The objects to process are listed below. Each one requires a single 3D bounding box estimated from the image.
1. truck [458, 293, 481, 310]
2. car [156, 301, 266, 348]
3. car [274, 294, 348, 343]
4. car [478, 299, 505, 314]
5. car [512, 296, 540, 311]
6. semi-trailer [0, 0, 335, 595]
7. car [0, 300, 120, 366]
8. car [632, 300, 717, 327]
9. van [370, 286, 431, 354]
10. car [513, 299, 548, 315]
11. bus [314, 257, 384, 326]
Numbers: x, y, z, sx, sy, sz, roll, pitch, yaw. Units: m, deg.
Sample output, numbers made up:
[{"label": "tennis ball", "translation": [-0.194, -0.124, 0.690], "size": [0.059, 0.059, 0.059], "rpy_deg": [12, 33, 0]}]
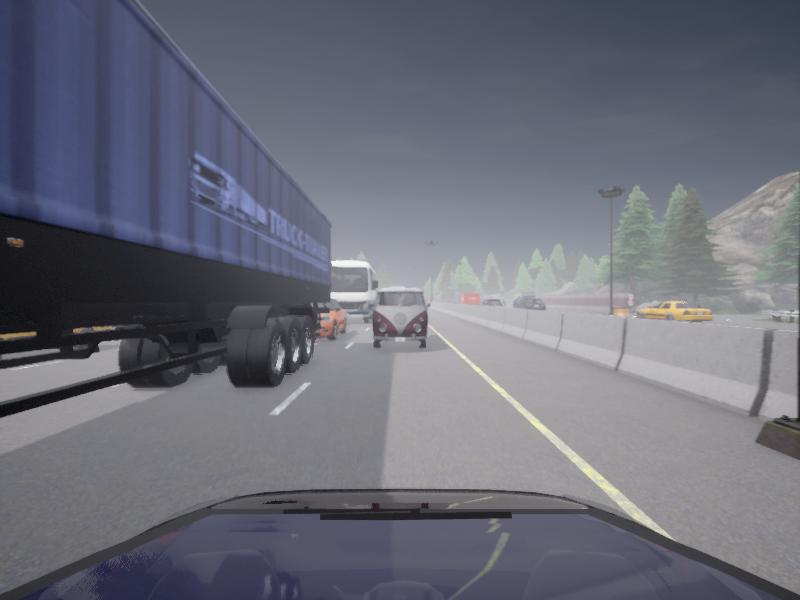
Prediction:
[{"label": "truck", "translation": [10.431, 0.254, 60.357], "size": [2.627, 2.467, 5.204], "rpy_deg": [0, 0, 0]}, {"label": "car", "translation": [-6.992, 0.797, 15.506], "size": [1.882, 1.535, 5.008], "rpy_deg": [0, 0, 0]}, {"label": "car", "translation": [-3.492, 0.667, 16.701], "size": [2.097, 1.767, 4.553], "rpy_deg": [0, 0, 0]}, {"label": "car", "translation": [10.459, 0.705, 46.004], "size": [2.033, 1.649, 4.856], "rpy_deg": [0, 0, 0]}, {"label": "car", "translation": [17.439, 0.478, 55.742], "size": [2.150, 2.045, 5.566], "rpy_deg": [0, 0, 0]}, {"label": "semi-trailer", "translation": [-3.490, -0.630, 5.959], "size": [2.717, 4.402, 14.254], "rpy_deg": [0, 0, 0]}, {"label": "car", "translation": [-10.493, 0.782, 11.007], "size": [1.801, 1.575, 5.366], "rpy_deg": [0, 0, 0]}, {"label": "car", "translation": [17.501, 0.760, 25.881], "size": [1.801, 1.575, 5.366], "rpy_deg": [0, 0, 0]}, {"label": "van", "translation": [0.008, 0.577, 13.888], "size": [1.775, 1.987, 4.442], "rpy_deg": [0, 0, 0]}, {"label": "car", "translation": [13.966, 0.690, 43.065], "size": [2.242, 1.667, 4.611], "rpy_deg": [0, 0, 0]}, {"label": "bus", "translation": [-3.384, -0.586, 29.947], "size": [3.944, 4.253, 10.273], "rpy_deg": [0, 1, 0]}]
